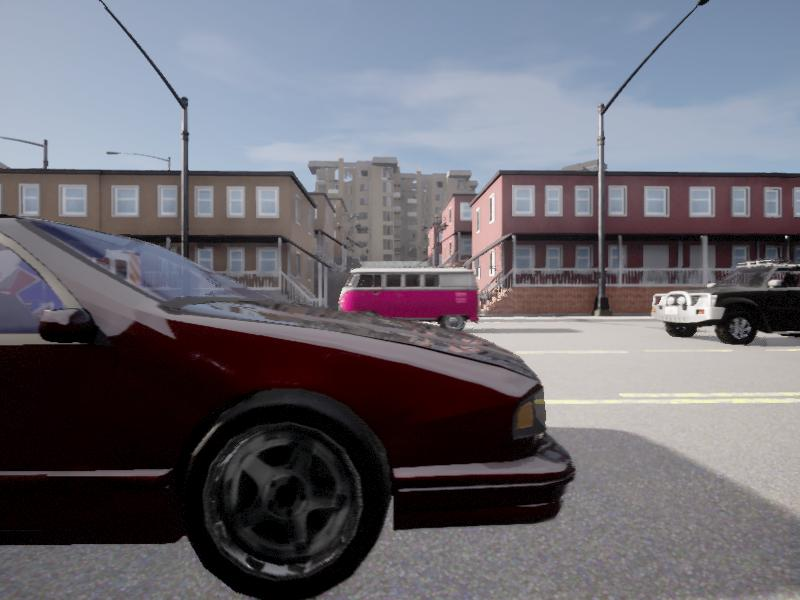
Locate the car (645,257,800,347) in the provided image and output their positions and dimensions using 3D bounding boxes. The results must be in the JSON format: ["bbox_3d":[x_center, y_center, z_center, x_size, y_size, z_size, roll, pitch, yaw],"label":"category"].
[{"bbox_3d":[8.600,0.029,9.299,4.605,1.855,1.932,0,0,-1],"label":"car"}]

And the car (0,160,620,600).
[{"bbox_3d":[-2.046,0.303,2.161,5.357,1.411,2.033,0,0,-1],"label":"car"}]

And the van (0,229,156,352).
[{"bbox_3d":[-9.431,-0.194,9.067,6.366,2.431,2.351,0,0,-1],"label":"van"}]

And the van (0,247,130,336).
[{"bbox_3d":[-12.106,-0.242,12.518,5.915,2.561,1.988,0,0,-1],"label":"van"}]

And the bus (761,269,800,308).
[{"bbox_3d":[45.630,-1.264,43.196,3.944,4.253,10.273,0,0,-1],"label":"bus"}]

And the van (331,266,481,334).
[{"bbox_3d":[0.169,0.000,12.684,4.442,1.987,1.775,0,0,-1],"label":"van"}]
